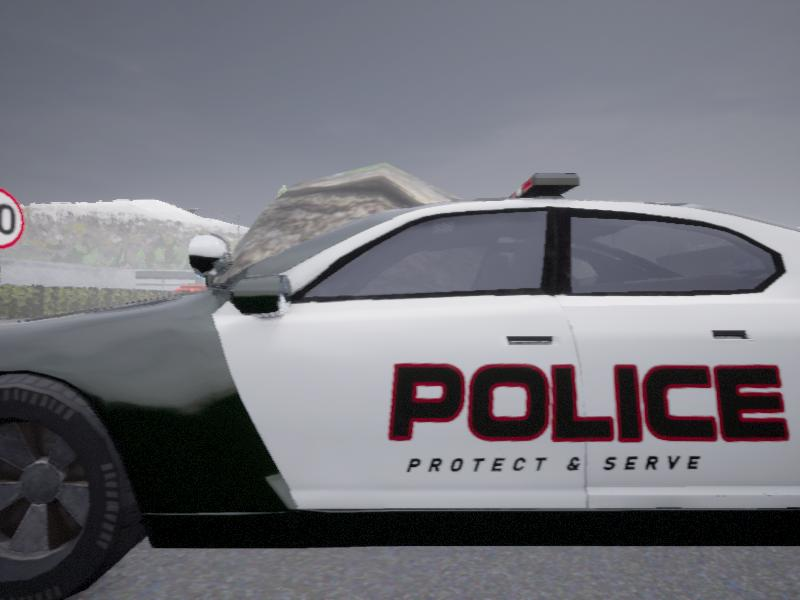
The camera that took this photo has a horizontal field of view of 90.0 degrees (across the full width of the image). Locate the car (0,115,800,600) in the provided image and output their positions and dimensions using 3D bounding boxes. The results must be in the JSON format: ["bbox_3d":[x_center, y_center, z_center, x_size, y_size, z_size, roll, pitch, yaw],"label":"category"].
[{"bbox_3d":[0.251,0.226,2.201,4.974,1.542,2.038,0,0,0],"label":"car"}]

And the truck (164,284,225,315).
[{"bbox_3d":[-17.818,-0.047,35.083,2.627,2.467,5.204,0,0,0],"label":"truck"}]

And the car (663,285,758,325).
[{"bbox_3d":[15.641,0.239,20.445,1.905,1.878,3.866,0,0,0],"label":"car"}]

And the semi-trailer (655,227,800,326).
[{"bbox_3d":[19.101,-1.029,20.727,2.717,4.402,14.254,0,0,0],"label":"semi-trailer"}]
